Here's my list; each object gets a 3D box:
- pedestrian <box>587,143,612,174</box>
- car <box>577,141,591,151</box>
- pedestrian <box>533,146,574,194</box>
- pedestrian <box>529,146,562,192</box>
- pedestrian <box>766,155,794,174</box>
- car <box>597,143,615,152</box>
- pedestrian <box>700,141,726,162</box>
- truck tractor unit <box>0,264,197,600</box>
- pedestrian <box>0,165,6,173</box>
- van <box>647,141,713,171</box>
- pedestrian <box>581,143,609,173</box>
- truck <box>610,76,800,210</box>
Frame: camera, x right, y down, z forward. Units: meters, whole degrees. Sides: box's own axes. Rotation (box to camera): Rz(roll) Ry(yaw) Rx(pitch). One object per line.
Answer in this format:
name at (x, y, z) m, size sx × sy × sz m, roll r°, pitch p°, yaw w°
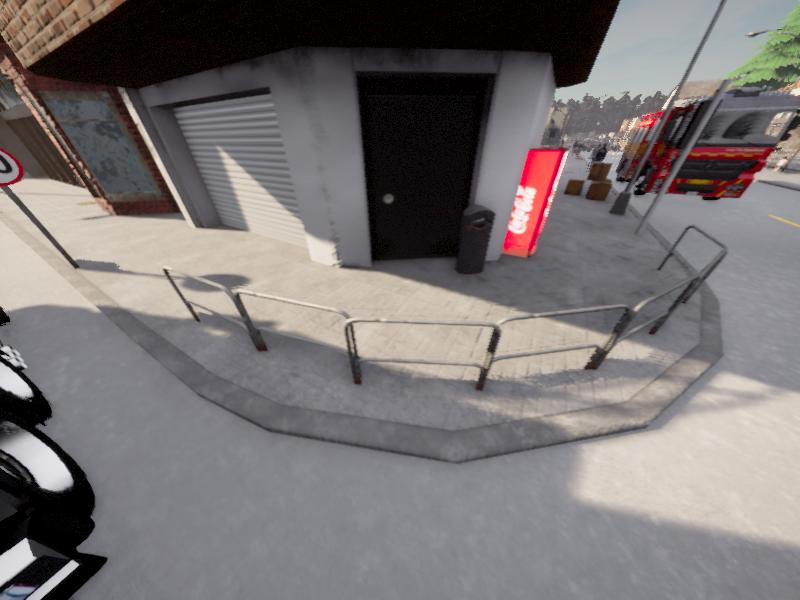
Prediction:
pedestrian at (14.353, -10.198, 16.677) m, size 0.751 × 1.860 × 0.751 m, roll 21°, pitch 40°, yaw 28°
car at (46.119, -38.651, 57.871) m, size 1.932 × 1.855 × 4.605 m, roll 18°, pitch 39°, yaw 24°
pedestrian at (6.976, -5.926, 10.591) m, size 0.751 × 1.860 × 0.751 m, roll -3°, pitch 35°, yaw -3°
pedestrian at (6.953, -6.279, 11.098) m, size 0.751 × 1.860 × 0.751 m, roll 20°, pitch 39°, yaw 26°
pedestrian at (26.840, -9.567, 16.318) m, size 0.500 × 1.100 × 0.500 m, roll -16°, pitch 38°, yaw -21°
car at (47.548, -35.287, 53.489) m, size 2.152 × 1.651 × 5.027 m, roll 18°, pitch 39°, yaw 24°
pedestrian at (32.924, -15.660, 24.355) m, size 0.751 × 1.860 × 0.751 m, roll 23°, pitch 41°, yaw 30°
truck tractor unit at (-5.110, -0.301, 0.785) m, size 6.516 × 4.208 × 3.053 m, roll 18°, pitch 39°, yaw 24°
pedestrian at (-33.945, -11.472, 18.962) m, size 0.751 × 1.860 × 0.751 m, roll 17°, pitch 38°, yaw 23°
van at (24.490, -12.888, 20.514) m, size 2.069 × 2.038 × 4.480 m, roll 18°, pitch 39°, yaw 24°
pedestrian at (14.585, -10.641, 17.311) m, size 0.751 × 1.860 × 0.751 m, roll -17°, pitch 38°, yaw -22°
truck at (13.757, -7.554, 11.381) m, size 2.891 × 3.827 × 8.468 m, roll 18°, pitch 39°, yaw 24°
